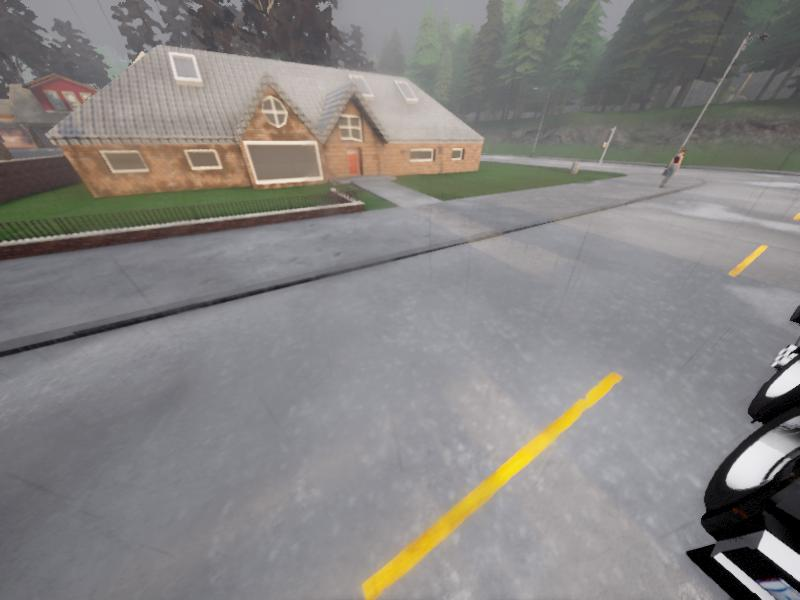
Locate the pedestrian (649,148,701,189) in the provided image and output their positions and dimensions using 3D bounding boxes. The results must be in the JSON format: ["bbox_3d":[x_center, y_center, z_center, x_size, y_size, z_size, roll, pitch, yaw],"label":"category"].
[{"bbox_3d":[14.618,-7.017,12.353,0.751,1.860,0.751,3,35,3],"label":"pedestrian"}]

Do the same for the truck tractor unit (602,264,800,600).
[{"bbox_3d":[5.108,-0.303,0.784,6.516,4.208,3.053,-18,39,-24],"label":"truck tractor unit"}]
